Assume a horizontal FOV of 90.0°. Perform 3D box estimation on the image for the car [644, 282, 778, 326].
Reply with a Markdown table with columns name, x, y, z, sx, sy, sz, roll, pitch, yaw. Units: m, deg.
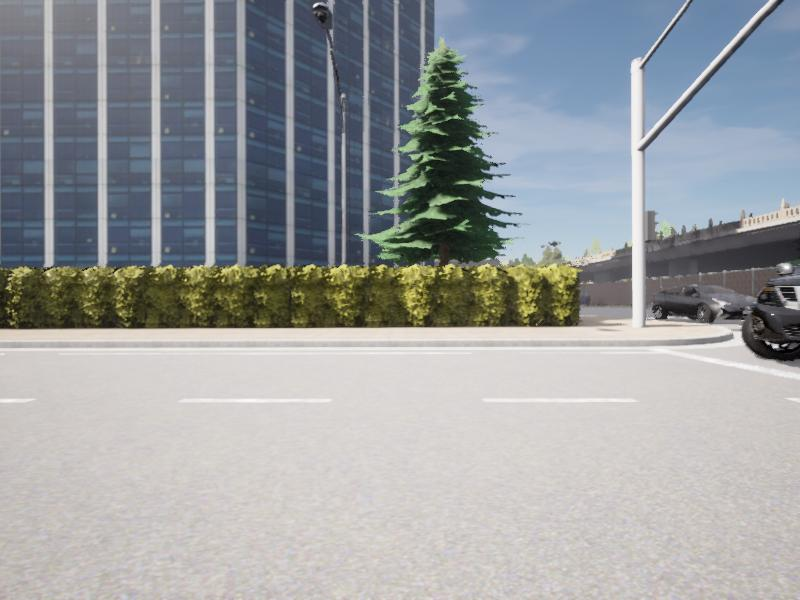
| name | x | y | z | sx | sy | sz | roll | pitch | yaw |
| --- | --- | --- | --- | --- | --- | --- | --- | --- | --- |
| car | 12.175 | 0.133 | 16.146 | 2.007 | 1.525 | 4.514 | 0 | 0 | 2 |

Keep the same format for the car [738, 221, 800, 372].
| name | x | y | z | sx | sy | sz | roll | pitch | yaw |
| --- | --- | --- | --- | --- | --- | --- | --- | --- | --- |
| car | 8.018 | -0.069 | 6.510 | 5.566 | 2.045 | 2.150 | -1 | 2 | -31 |

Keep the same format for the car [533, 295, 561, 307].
| name | x | y | z | sx | sy | sz | roll | pitch | yaw |
| --- | --- | --- | --- | --- | --- | --- | --- | --- | --- |
| car | 19.733 | 0.107 | 54.061 | 2.038 | 1.542 | 4.974 | 0 | 0 | 1 |

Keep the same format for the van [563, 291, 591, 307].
| name | x | y | z | sx | sy | sz | roll | pitch | yaw |
| --- | --- | --- | --- | --- | --- | --- | --- | --- | --- |
| van | 23.211 | -0.134 | 52.725 | 1.775 | 1.987 | 4.442 | 0 | 0 | 1 |
